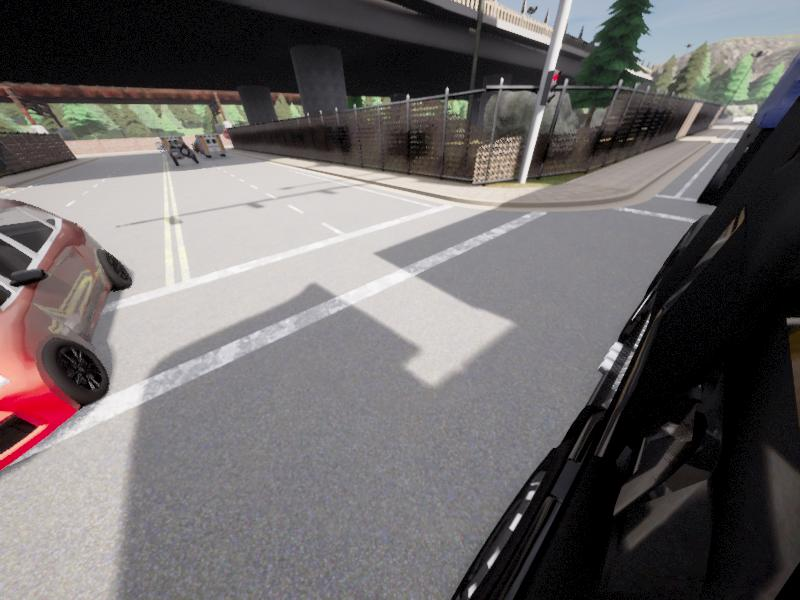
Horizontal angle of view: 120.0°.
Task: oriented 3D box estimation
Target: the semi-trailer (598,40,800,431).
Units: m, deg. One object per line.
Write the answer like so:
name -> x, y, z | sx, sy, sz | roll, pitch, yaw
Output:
semi-trailer -> 8.688, -3.616, 4.231 | 14.254, 4.402, 2.717 | -28, 44, -30

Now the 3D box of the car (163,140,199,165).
car -> -22.472, -15.115, 23.739 | 1.932, 1.855, 4.605 | -28, 41, -30

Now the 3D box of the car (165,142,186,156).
car -> -36.196, -24.339, 37.196 | 1.851, 1.617, 3.988 | -28, 44, -30

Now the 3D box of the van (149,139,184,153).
van -> -46.982, -31.125, 46.636 | 1.775, 1.987, 4.442 | 4, 37, 9

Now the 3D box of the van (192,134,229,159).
van -> -24.820, -20.164, 30.217 | 2.351, 2.431, 6.366 | -28, 44, -30

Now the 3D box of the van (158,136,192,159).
van -> -31.358, -21.364, 32.225 | 2.351, 2.431, 6.366 | -28, 44, -30

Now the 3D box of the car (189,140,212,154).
car -> -33.748, -25.990, 39.104 | 2.097, 1.767, 4.553 | -28, 44, -30

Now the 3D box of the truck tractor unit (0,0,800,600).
truck tractor unit -> 2.645, -0.295, 0.351 | 6.516, 4.208, 3.053 | -28, 44, -30

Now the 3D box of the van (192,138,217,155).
van -> -29.839, -23.404, 35.238 | 1.775, 1.987, 4.442 | -28, 44, -30

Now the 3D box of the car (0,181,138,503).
car -> -5.000, 0.102, 2.438 | 2.242, 1.667, 4.611 | -28, 44, -30
